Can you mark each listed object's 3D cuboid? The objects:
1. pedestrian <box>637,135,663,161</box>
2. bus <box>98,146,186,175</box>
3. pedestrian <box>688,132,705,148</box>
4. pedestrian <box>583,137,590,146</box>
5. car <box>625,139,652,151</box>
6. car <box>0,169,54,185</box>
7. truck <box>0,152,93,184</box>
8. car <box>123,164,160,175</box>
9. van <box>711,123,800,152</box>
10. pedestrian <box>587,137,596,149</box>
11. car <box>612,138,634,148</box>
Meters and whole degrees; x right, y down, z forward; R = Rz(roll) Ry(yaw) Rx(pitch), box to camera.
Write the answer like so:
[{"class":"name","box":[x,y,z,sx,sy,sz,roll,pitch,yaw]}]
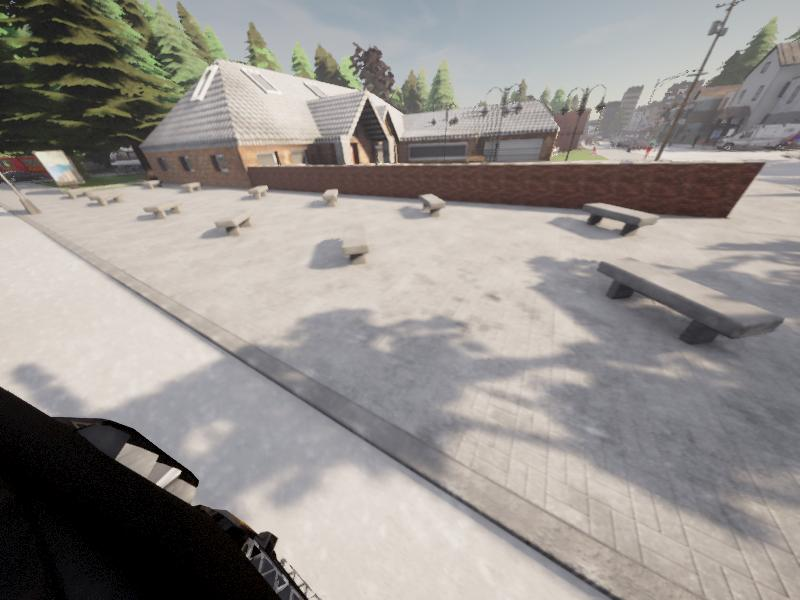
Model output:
[{"class":"pedestrian","box":[22.086,-13.410,20.453,0.751,1.860,0.751,17,39,27]},{"class":"bus","box":[-51.080,-28.088,46.342,3.944,4.253,10.273,16,38,26]},{"class":"pedestrian","box":[42.680,-22.990,33.285,0.751,1.860,0.751,23,41,33]},{"class":"pedestrian","box":[47.457,-40.212,58.688,0.751,1.860,0.751,16,38,26]},{"class":"car","box":[38.028,-24.774,36.953,1.994,1.385,4.181,16,38,26]},{"class":"car","box":[-55.544,-18.094,33.895,1.837,1.490,4.892,6,36,15]},{"class":"truck","box":[-57.671,-21.438,37.262,2.891,3.827,8.468,12,37,21]},{"class":"car","box":[-48.840,-24.753,43.767,1.994,1.385,4.181,16,38,26]},{"class":"van","box":[41.146,-18.375,26.186,6.366,2.431,2.351,21,41,31]},{"class":"pedestrian","box":[38.255,-31.424,46.217,0.751,1.860,0.751,27,44,37]},{"class":"car","box":[44.792,-31.598,46.564,2.163,1.488,4.792,16,38,26]}]
